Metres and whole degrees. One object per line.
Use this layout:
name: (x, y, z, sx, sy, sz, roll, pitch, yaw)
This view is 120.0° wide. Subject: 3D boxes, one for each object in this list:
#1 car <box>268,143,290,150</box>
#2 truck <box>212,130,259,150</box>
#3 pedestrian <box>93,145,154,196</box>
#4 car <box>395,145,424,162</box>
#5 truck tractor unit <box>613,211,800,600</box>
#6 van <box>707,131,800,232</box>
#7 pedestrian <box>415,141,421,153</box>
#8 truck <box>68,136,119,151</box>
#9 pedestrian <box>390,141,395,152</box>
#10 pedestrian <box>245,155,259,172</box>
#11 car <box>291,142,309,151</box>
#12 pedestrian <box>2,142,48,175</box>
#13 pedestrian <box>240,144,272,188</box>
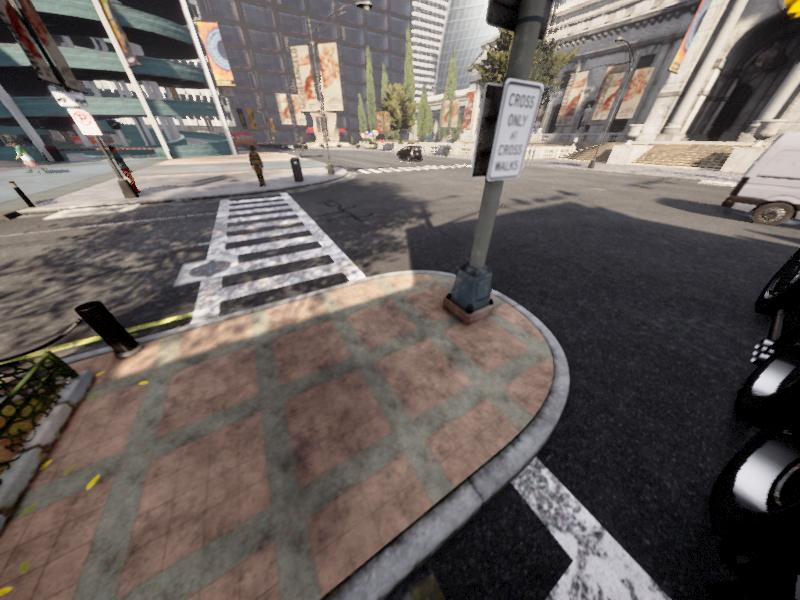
car: (-29.188, -37.153, 55.911, 4.181, 1.385, 1.994, 10, 36, 13)
truck: (-40.284, -39.457, 56.994, 8.468, 3.827, 2.891, 1, 35, 1)
pedestrian: (-11.994, -5.672, 10.113, 0.751, 1.860, 0.751, -11, 37, -16)
car: (1.154, -18.813, 29.626, 1.851, 1.617, 3.988, -18, 39, -25)
truck tractor unit: (5.014, -0.390, 0.897, 6.516, 4.208, 3.053, -22, 41, -28)
van: (13.730, -2.959, 6.143, 1.988, 2.561, 5.915, -18, 39, -25)
pedestrian: (3.378, -28.448, 42.953, 0.751, 1.860, 0.751, -16, 38, -22)
truck: (-61.816, -31.682, 46.839, 5.204, 2.467, 2.627, -16, 38, -22)
pedestrian: (-1.447, -31.494, 47.289, 0.751, 1.860, 0.751, -18, 39, -25)
pedestrian: (-11.268, -10.400, 17.575, 0.500, 1.100, 0.500, -8, 36, -11)
car: (-23.103, -35.471, 53.391, 3.705, 1.549, 1.789, 18, 38, 24)
pedestrian: (-25.111, -9.520, 15.533, 0.751, 1.860, 0.751, 28, 44, 34)
pedestrian: (-7.286, -6.816, 11.794, 0.751, 1.860, 0.751, -9, 36, -13)
